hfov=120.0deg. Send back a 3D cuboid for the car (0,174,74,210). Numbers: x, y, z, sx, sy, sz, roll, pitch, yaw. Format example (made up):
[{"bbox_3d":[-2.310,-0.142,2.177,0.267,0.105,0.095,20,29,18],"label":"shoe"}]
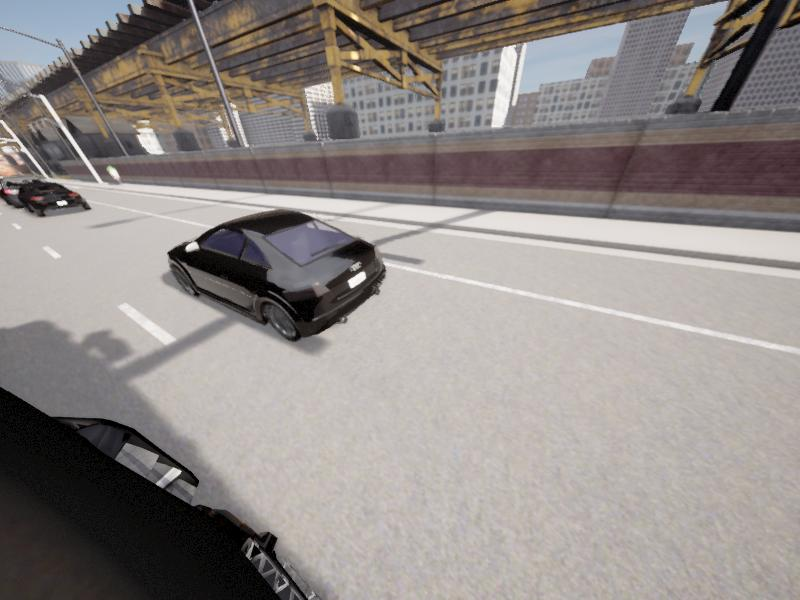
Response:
[{"bbox_3d":[-24.360,-7.183,15.162,4.611,1.667,2.242,16,38,26],"label":"car"}]

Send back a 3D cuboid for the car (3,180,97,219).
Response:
[{"bbox_3d":[-18.869,-5.529,12.449,4.674,1.442,1.812,16,38,26],"label":"car"}]

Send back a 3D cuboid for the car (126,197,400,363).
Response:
[{"bbox_3d":[-2.329,-0.806,4.113,4.181,1.385,1.994,16,38,26],"label":"car"}]

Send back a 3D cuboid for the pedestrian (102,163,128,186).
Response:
[{"bbox_3d":[-28.062,-12.370,22.764,0.751,1.860,0.751,16,38,26],"label":"pedestrian"}]

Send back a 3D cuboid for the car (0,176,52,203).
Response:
[{"bbox_3d":[-30.237,-8.783,18.175,4.902,1.511,2.128,16,38,26],"label":"car"}]
